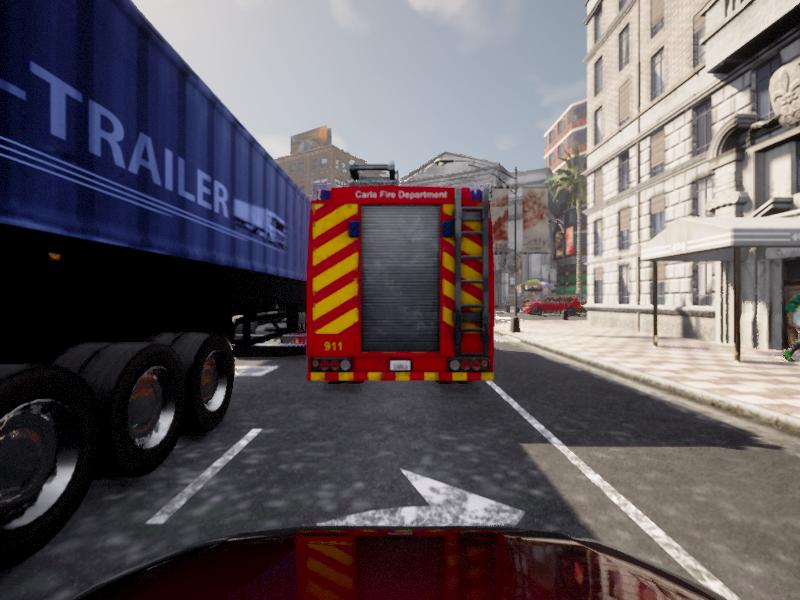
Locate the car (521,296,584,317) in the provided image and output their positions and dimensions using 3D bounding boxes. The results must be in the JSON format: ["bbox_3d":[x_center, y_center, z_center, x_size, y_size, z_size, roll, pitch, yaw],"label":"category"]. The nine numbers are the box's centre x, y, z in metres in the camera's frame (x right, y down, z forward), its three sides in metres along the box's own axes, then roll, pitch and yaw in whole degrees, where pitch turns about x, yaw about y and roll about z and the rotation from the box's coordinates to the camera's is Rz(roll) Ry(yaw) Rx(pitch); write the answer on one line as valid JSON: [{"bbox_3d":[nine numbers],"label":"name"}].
[{"bbox_3d":[15.440,0.607,40.700,5.566,2.045,2.150,0,0,0],"label":"car"}]

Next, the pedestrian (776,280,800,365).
[{"bbox_3d":[9.168,0.493,8.985,0.751,1.860,0.751,0,0,-9],"label":"pedestrian"}]

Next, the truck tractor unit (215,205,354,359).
[{"bbox_3d":[-3.537,-0.512,14.202,3.053,4.208,6.516,0,0,0],"label":"truck tractor unit"}]

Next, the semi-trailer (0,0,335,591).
[{"bbox_3d":[-3.529,-0.613,6.293,2.717,4.402,14.254,0,0,0],"label":"semi-trailer"}]

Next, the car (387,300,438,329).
[{"bbox_3d":[0.905,0.803,24.831,2.152,1.651,5.027,0,0,14],"label":"car"}]

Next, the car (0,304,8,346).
[{"bbox_3d":[-15.007,0.856,11.913,1.837,1.490,4.892,0,0,0],"label":"car"}]

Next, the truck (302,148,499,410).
[{"bbox_3d":[0.000,-0.311,10.094,2.891,3.827,8.468,0,0,0],"label":"truck"}]
